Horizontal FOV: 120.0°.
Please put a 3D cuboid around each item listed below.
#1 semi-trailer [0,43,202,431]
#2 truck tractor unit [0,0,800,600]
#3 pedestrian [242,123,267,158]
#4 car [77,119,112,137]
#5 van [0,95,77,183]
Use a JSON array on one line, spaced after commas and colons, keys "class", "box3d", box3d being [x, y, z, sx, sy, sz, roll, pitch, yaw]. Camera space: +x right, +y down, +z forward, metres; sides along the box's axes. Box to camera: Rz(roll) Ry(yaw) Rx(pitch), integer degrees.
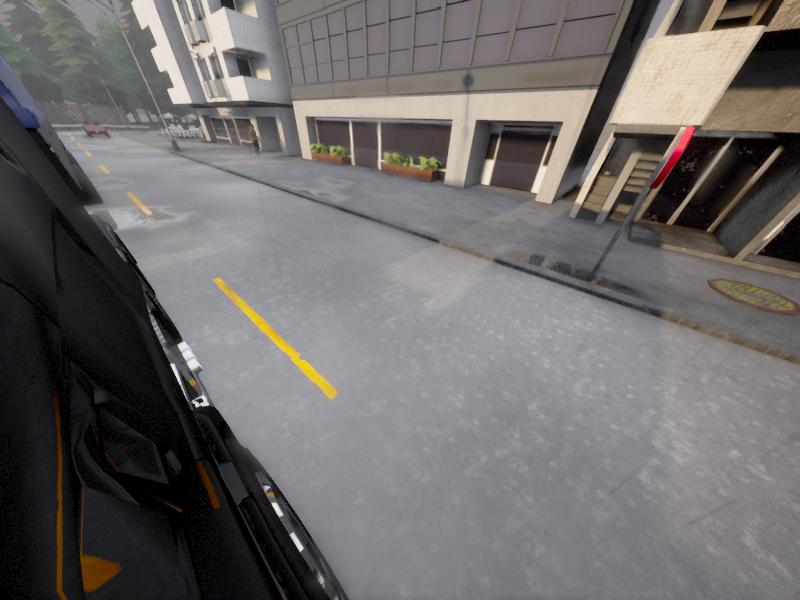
[{"class": "semi-trailer", "box3d": [-8.693, -3.609, 4.232, 14.254, 4.402, 2.717, 28, 44, 30]}, {"class": "truck tractor unit", "box3d": [-2.645, -0.295, 0.352, 6.516, 4.208, 3.053, 28, 44, 30]}, {"class": "pedestrian", "box3d": [-9.956, -10.901, 15.823, 0.751, 1.860, 0.751, 29, 44, 31]}, {"class": "car", "box3d": [-35.344, -19.888, 26.742, 3.633, 1.501, 1.845, 31, 45, 32]}, {"class": "van", "box3d": [-16.358, -6.919, 9.755, 5.915, 2.561, 1.988, 28, 44, 30]}]
